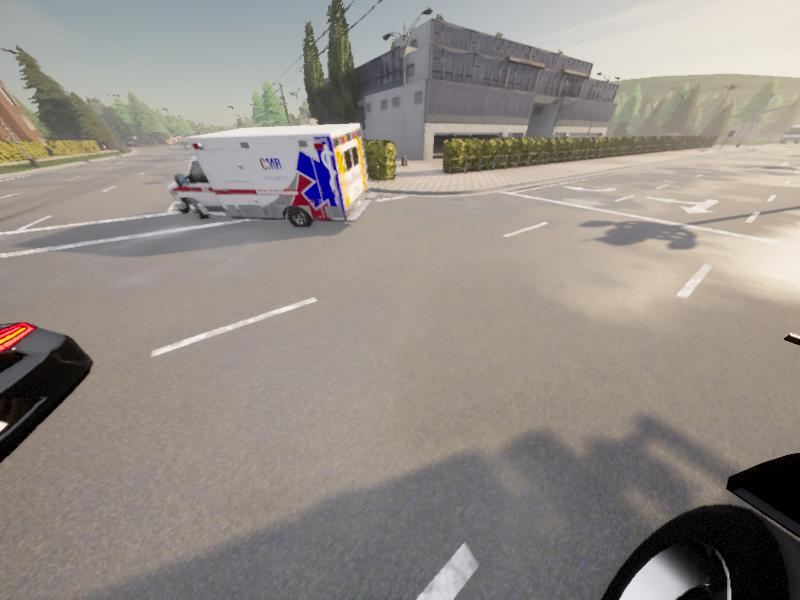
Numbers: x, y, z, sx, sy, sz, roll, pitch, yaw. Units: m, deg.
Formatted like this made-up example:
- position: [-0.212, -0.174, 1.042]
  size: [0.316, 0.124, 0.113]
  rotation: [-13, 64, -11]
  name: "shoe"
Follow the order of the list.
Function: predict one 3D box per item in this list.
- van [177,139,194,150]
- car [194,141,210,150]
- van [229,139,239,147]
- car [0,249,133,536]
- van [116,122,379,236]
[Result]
- position: [-52.163, -37.944, 56.197]
  size: [2.069, 2.038, 4.480]
  rotation: [-20, 40, -26]
  name: "van"
- position: [-46.163, -36.074, 53.934]
  size: [2.242, 1.667, 4.611]
  rotation: [-20, 40, -26]
  name: "car"
- position: [-50.444, -47.699, 70.002]
  size: [1.775, 1.987, 4.442]
  rotation: [-20, 40, -26]
  name: "van"
- position: [-5.280, 1.175, 0.952]
  size: [4.974, 1.542, 2.038]
  rotation: [-9, 36, -12]
  name: "car"
- position: [-4.148, -3.823, 7.269]
  size: [6.366, 2.431, 2.351]
  rotation: [5, 42, 10]
  name: "van"
